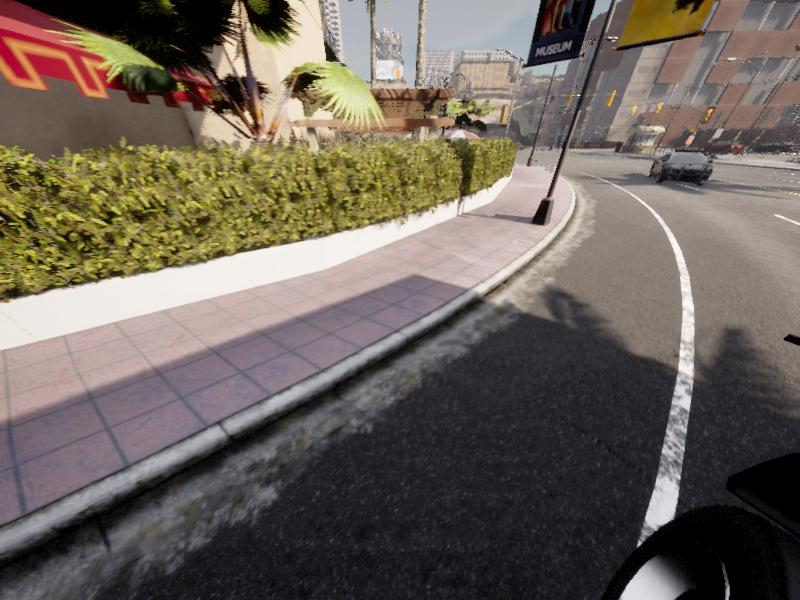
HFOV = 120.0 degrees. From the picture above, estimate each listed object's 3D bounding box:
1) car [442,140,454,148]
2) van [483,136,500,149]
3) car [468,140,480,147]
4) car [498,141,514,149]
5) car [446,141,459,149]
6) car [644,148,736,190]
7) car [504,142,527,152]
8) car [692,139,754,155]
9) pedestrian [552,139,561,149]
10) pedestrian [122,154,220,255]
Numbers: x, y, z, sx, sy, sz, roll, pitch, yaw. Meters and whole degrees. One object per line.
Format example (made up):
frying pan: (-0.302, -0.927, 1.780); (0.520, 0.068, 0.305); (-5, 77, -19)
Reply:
car: (13.436, -43.943, 65.096); (2.185, 1.767, 4.553); (-1, 35, 0)
van: (23.479, -40.778, 59.761); (1.988, 2.561, 5.915); (0, 35, 0)
car: (23.474, -49.899, 73.721); (2.242, 1.667, 4.611); (0, 35, 0)
car: (26.978, -39.615, 59.042); (2.007, 1.525, 4.514); (0, 35, 0)
car: (13.578, -40.160, 59.902); (2.097, 1.535, 5.008); (-1, 35, 0)
car: (16.617, -7.920, 13.658); (1.930, 1.638, 5.238); (21, 40, 27)
car: (23.510, -31.390, 47.377); (2.152, 1.651, 5.027); (0, 35, 0)
car: (45.484, -21.702, 32.742); (2.185, 1.767, 4.553); (-1, 35, 0)
pedestrian: (33.733, -33.605, 49.705); (0.751, 1.860, 0.751); (2, 35, 3)
pedestrian: (-4.832, -2.057, 5.042); (0.751, 1.860, 0.751); (-24, 41, -30)
